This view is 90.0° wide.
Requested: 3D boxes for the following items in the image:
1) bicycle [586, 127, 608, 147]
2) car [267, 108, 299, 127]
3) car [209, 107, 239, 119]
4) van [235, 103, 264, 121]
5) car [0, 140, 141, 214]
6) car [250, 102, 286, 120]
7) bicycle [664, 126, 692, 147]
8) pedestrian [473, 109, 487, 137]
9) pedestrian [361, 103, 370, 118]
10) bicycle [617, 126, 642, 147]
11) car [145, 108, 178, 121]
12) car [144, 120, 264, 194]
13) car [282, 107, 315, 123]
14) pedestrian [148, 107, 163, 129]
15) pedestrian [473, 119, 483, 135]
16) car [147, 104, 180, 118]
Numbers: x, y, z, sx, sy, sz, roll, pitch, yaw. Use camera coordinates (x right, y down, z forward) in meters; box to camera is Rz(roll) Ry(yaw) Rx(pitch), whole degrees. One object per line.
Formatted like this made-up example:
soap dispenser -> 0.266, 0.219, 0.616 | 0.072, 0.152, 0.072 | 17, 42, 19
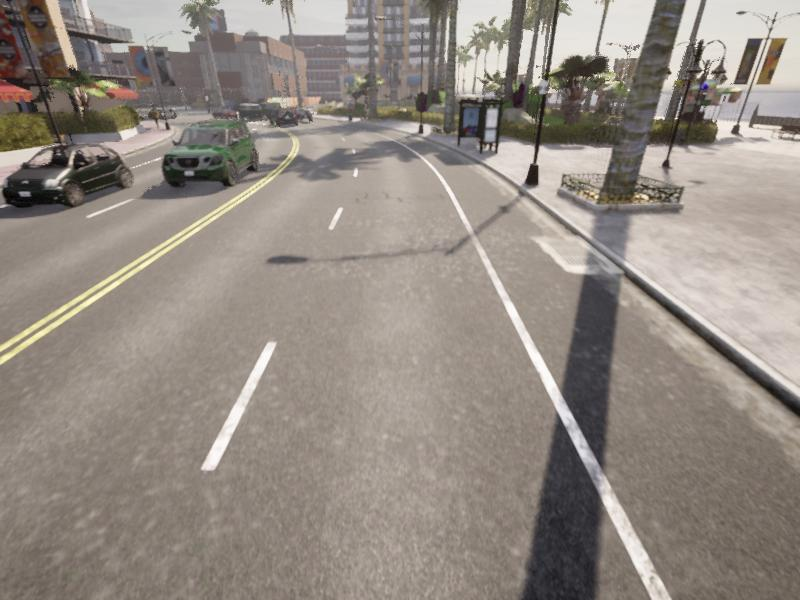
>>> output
bicycle -> 12.094, -10.062, 24.630 | 0.373, 1.024, 1.643 | -1, 27, -1
car -> -13.052, -20.338, 44.450 | 2.242, 1.667, 4.611 | -14, 30, -25
car -> -25.780, -27.384, 58.577 | 4.181, 1.385, 1.994 | 18, 32, 32
van -> -20.062, -25.062, 53.358 | 1.775, 1.987, 4.442 | -21, 34, -35
car -> -10.668, -4.118, 12.963 | 1.851, 1.617, 3.988 | -1, 27, -2
car -> -18.889, -27.011, 57.065 | 5.566, 2.045, 2.150 | 24, 36, 39
bicycle -> 17.124, -10.111, 24.676 | 0.373, 1.024, 1.643 | -1, 27, -1
pedestrian -> 5.887, -13.108, 29.619 | 0.751, 1.860, 0.751 | 0, 27, 1
pedestrian -> -4.582, -25.332, 53.485 | 0.751, 1.860, 0.751 | -21, 34, -35
bicycle -> 14.106, -10.082, 24.648 | 0.373, 1.024, 1.643 | -1, 27, -1
car -> -33.139, -25.804, 55.575 | 3.806, 1.475, 1.970 | 16, 31, 29
car -> -7.288, -5.844, 15.804 | 2.150, 2.045, 5.566 | -2, 27, -3
car -> -12.728, -23.163, 49.989 | 2.152, 1.651, 5.027 | -17, 31, -29
pedestrian -> -23.520, -17.539, 38.516 | 0.751, 1.860, 0.751 | -14, 30, -24
pedestrian -> 6.055, -13.499, 31.208 | 0.500, 1.100, 0.500 | -8, 28, -15
car -> -35.559, -28.420, 60.160 | 3.866, 1.878, 1.905 | 12, 30, 23
